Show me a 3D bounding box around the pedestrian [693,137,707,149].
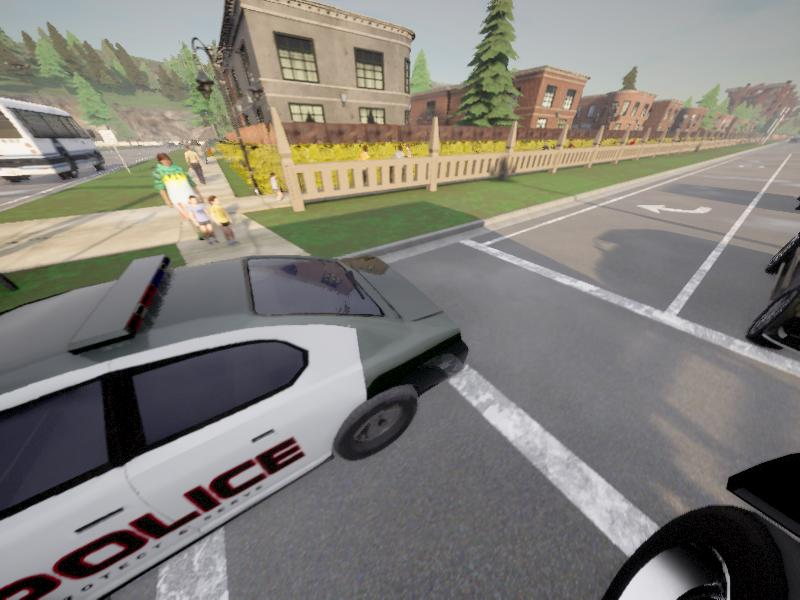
[{"bbox_3d":[55.043,-28.741,42.354,0.751,1.860,0.751,-22,40,-27],"label":"pedestrian"}]

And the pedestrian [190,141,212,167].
[{"bbox_3d":[-17.518,-12.851,20.349,0.751,1.860,0.751,-18,39,-24],"label":"pedestrian"}]

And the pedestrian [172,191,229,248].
[{"bbox_3d":[-4.534,-1.840,5.291,0.500,1.100,0.500,25,42,31],"label":"pedestrian"}]

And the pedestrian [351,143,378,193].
[{"bbox_3d":[-1.569,-5.998,10.509,0.751,1.860,0.751,-26,43,-32],"label":"pedestrian"}]

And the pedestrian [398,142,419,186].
[{"bbox_3d":[0.429,-6.900,11.774,0.751,1.860,0.751,-16,38,-21],"label":"pedestrian"}]

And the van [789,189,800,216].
[{"bbox_3d":[15.917,-4.145,7.945,4.442,1.987,1.775,-22,41,-28],"label":"van"}]

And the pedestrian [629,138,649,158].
[{"bbox_3d":[27.971,-17.815,27.055,0.751,1.860,0.751,-22,41,-28],"label":"pedestrian"}]

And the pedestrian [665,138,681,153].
[{"bbox_3d":[40.961,-23.234,34.645,0.751,1.860,0.751,-26,42,-31],"label":"pedestrian"}]

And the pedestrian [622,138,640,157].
[{"bbox_3d":[28.499,-18.834,28.495,0.751,1.860,0.751,-22,41,-28],"label":"pedestrian"}]

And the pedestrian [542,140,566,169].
[{"bbox_3d":[11.956,-11.341,17.988,0.751,1.860,0.751,-22,41,-28],"label":"pedestrian"}]

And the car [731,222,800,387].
[{"bbox_3d":[6.789,-0.280,2.848,5.027,1.651,2.152,-22,41,-28],"label":"car"}]

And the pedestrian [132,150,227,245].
[{"bbox_3d":[-5.014,-2.368,5.384,0.751,1.860,0.751,21,40,27],"label":"pedestrian"}]

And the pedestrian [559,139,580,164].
[{"bbox_3d":[15.404,-13.509,21.038,0.751,1.860,0.751,-21,40,-26],"label":"pedestrian"}]

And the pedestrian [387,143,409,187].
[{"bbox_3d":[-0.088,-6.750,11.565,0.751,1.860,0.751,28,44,34],"label":"pedestrian"}]

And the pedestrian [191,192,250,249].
[{"bbox_3d":[-4.001,-1.798,5.228,0.500,1.100,0.500,9,36,13],"label":"pedestrian"}]

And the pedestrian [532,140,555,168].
[{"bbox_3d":[11.464,-11.690,18.487,0.751,1.860,0.751,-20,40,-26],"label":"pedestrian"}]

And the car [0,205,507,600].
[{"bbox_3d":[-1.944,0.680,1.627,4.974,1.542,2.038,-20,39,-25],"label":"car"}]

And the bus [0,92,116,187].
[{"bbox_3d":[-25.121,-10.843,15.788,3.944,4.253,10.273,-21,40,-27],"label":"bus"}]

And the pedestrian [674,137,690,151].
[{"bbox_3d":[45.609,-25.183,37.376,0.751,1.860,0.751,-23,41,-28],"label":"pedestrian"}]

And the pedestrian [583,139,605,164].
[{"bbox_3d":[17.915,-13.748,21.358,0.751,1.860,0.751,-22,41,-28],"label":"pedestrian"}]

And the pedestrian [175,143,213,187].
[{"bbox_3d":[-10.499,-6.906,11.864,0.751,1.860,0.751,-21,40,-27],"label":"pedestrian"}]

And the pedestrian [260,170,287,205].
[{"bbox_3d":[-4.768,-4.269,8.739,0.500,1.100,0.500,-28,43,-33],"label":"pedestrian"}]

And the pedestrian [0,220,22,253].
[{"bbox_3d":[-9.306,-1.871,4.658,0.751,1.860,0.751,-22,41,-28],"label":"pedestrian"}]
